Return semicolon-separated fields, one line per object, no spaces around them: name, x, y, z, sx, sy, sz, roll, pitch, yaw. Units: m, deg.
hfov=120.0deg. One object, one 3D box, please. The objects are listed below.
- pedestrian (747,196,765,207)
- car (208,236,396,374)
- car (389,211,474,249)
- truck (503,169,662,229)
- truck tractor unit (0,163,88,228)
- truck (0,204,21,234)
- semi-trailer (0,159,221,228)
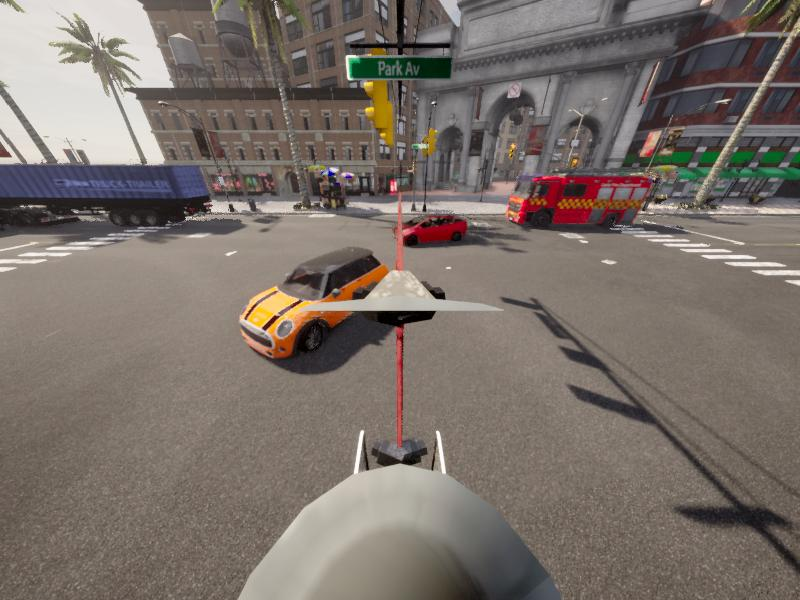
pedestrian;38.813;-10.770;25.206;0.500;1.100;0.500;1;30;1
car;-2.235;-0.370;6.851;2.097;1.767;4.553;17;34;27
car;1.804;-4.342;13.999;4.514;1.525;2.007;-8;31;-14
truck;12.991;-7.640;17.414;8.468;3.827;2.891;0;30;1
truck tractor unit;-30.413;-8.055;17.730;6.516;4.208;3.053;1;30;0
truck;-30.636;-5.386;15.236;6.274;2.098;2.390;0;30;1
semi-trailer;-22.500;-8.095;17.608;14.254;4.402;2.717;0;30;1
